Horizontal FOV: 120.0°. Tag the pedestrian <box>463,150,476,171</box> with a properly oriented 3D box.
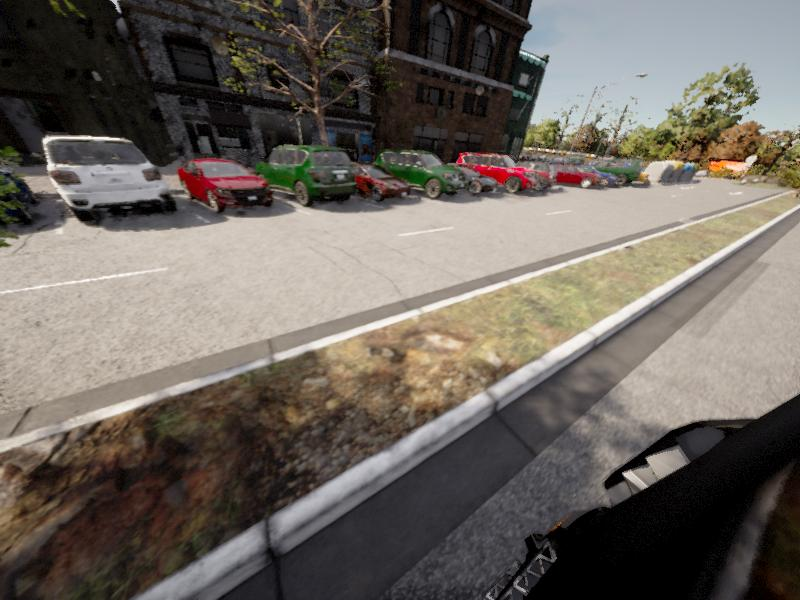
[{"bbox_3d":[7.595,-15.249,25.304,0.751,1.860,0.751,-17,38,-29],"label":"pedestrian"}]

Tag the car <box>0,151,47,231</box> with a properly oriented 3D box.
[{"bbox_3d":[-12.055,-3.093,6.292,5.008,1.535,2.097,26,39,32],"label":"car"}]

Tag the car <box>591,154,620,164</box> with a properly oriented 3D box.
[{"bbox_3d":[47.627,-32.718,53.561,2.007,1.525,4.514,-14,41,-26],"label":"car"}]

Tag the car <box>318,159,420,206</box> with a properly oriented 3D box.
[{"bbox_3d":[-1.624,-6.016,11.529,4.792,1.488,2.163,26,39,32],"label":"car"}]

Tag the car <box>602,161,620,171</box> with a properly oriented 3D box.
[{"bbox_3d":[43.891,-27.789,48.001,2.231,1.521,4.892,28,39,31],"label":"car"}]

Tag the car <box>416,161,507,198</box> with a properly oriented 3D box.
[{"bbox_3d":[3.582,-7.496,14.149,4.792,1.488,2.163,26,39,32],"label":"car"}]

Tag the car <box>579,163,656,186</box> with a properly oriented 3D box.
[{"bbox_3d":[21.720,-12.786,23.375,5.366,1.575,1.946,26,40,32],"label":"car"}]

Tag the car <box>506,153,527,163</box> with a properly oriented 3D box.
[{"bbox_3d":[24.248,-29.358,47.967,1.946,1.575,5.366,27,40,32],"label":"car"}]

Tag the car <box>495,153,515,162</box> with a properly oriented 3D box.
[{"bbox_3d":[22.694,-30.757,49.960,2.231,1.521,4.892,27,40,32],"label":"car"}]

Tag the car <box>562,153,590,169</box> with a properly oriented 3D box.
[{"bbox_3d":[29.899,-23.565,39.207,2.435,2.045,5.566,28,40,32],"label":"car"}]

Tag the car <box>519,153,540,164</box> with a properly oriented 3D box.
[{"bbox_3d":[25.559,-27.898,45.637,2.185,1.767,4.553,27,40,32],"label":"car"}]

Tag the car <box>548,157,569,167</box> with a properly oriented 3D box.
[{"bbox_3d":[28.453,-24.814,41.507,2.002,1.452,4.674,28,40,31],"label":"car"}]

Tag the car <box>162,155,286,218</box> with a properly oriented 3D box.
[{"bbox_3d":[-6.852,-4.573,8.911,5.008,1.535,2.097,26,39,32],"label":"car"}]

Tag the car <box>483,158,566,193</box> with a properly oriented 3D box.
[{"bbox_3d":[8.794,-9.097,16.671,4.553,1.767,2.185,26,40,32],"label":"car"}]

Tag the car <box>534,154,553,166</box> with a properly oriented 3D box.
[{"bbox_3d":[36.530,-35.540,58.667,2.435,2.045,5.566,28,39,31],"label":"car"}]

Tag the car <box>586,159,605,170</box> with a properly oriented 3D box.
[{"bbox_3d":[42.401,-29.395,50.076,2.185,1.767,4.553,28,38,31],"label":"car"}]

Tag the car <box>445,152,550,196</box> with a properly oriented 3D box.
[{"bbox_3d":[6.198,-8.472,15.307,5.566,2.045,2.435,26,39,32],"label":"car"}]

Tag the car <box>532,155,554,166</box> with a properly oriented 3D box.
[{"bbox_3d":[27.011,-26.323,43.603,2.231,1.521,4.892,27,40,32],"label":"car"}]

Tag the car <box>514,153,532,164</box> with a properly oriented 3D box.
[{"bbox_3d":[33.624,-38.583,63.038,2.435,2.045,5.566,28,38,31],"label":"car"}]

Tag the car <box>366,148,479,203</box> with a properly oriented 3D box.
[{"bbox_3d":[0.989,-6.993,12.689,5.566,2.045,2.435,26,39,32],"label":"car"}]

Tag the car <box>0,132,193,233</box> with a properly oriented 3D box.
[{"bbox_3d":[-9.467,-4.050,7.474,5.566,2.045,2.435,26,40,32],"label":"car"}]

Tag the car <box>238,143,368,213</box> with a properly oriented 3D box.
[{"bbox_3d":[-4.265,-5.529,10.092,5.566,2.045,2.435,26,40,32],"label":"car"}]

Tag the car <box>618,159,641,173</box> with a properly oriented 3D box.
[{"bbox_3d":[45.387,-26.503,45.721,2.435,2.045,5.566,28,38,31],"label":"car"}]

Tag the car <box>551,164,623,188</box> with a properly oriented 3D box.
[{"bbox_3d":[16.619,-11.187,20.700,4.674,1.452,2.002,26,39,32],"label":"car"}]

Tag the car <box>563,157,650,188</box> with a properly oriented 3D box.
[{"bbox_3d":[19.221,-12.182,21.852,5.566,2.045,2.435,26,40,32],"label":"car"}]

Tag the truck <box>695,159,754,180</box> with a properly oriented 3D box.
[{"bbox_3d":[56.604,-22.867,40.492,2.627,2.467,5.204,-14,40,-26],"label":"truck"}]

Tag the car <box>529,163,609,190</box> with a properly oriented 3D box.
[{"bbox_3d":[13.993,-10.481,19.373,5.008,1.535,2.097,26,39,32],"label":"car"}]
